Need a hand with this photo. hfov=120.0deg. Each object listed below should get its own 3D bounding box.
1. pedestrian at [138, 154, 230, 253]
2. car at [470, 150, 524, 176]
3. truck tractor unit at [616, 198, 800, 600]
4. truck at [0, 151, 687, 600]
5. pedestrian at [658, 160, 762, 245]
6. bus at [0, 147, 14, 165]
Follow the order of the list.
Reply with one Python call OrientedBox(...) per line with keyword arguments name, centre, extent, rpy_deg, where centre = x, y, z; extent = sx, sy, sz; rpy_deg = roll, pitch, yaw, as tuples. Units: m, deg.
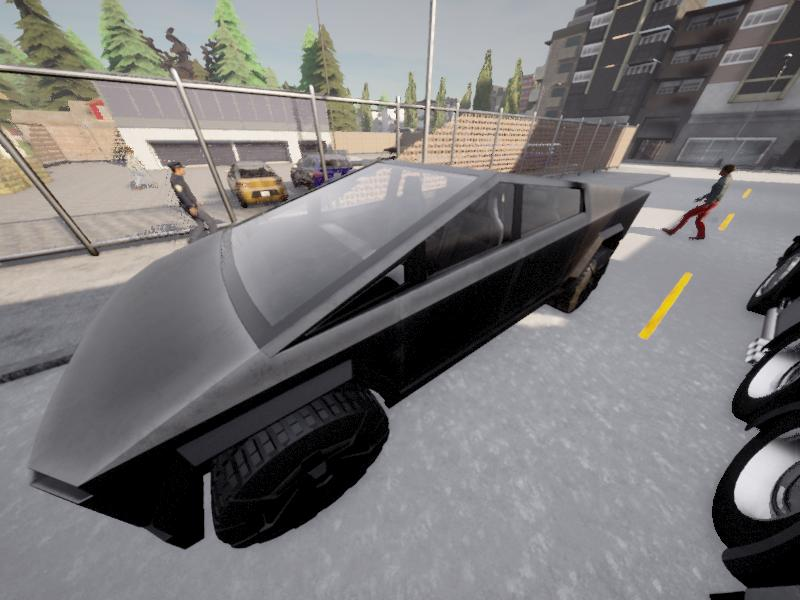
OrientedBox(name="pedestrian", centre=(-4.730, -2.131, 5.170), extent=(0.751, 1.860, 0.751), rpy_deg=(-29, 45, -35))
OrientedBox(name="car", centre=(7.571, -10.761, 18.023), extent=(3.705, 1.547, 1.789), rpy_deg=(-22, 41, -29))
OrientedBox(name="truck tractor unit", centre=(4.991, -0.407, 0.926), extent=(6.516, 4.208, 3.053), rpy_deg=(-23, 41, -29))
OrientedBox(name="truck", centre=(0.599, -0.559, 2.969), extent=(6.274, 2.098, 2.390), rpy_deg=(-22, 41, -29))
OrientedBox(name="pedestrian", centre=(7.947, -2.530, 6.020), extent=(0.751, 1.860, 0.751), rpy_deg=(-20, 40, -26))
OrientedBox(name="bus", centre=(-45.786, -15.659, 22.411), extent=(10.273, 4.253, 3.944), rpy_deg=(9, 36, 12))
